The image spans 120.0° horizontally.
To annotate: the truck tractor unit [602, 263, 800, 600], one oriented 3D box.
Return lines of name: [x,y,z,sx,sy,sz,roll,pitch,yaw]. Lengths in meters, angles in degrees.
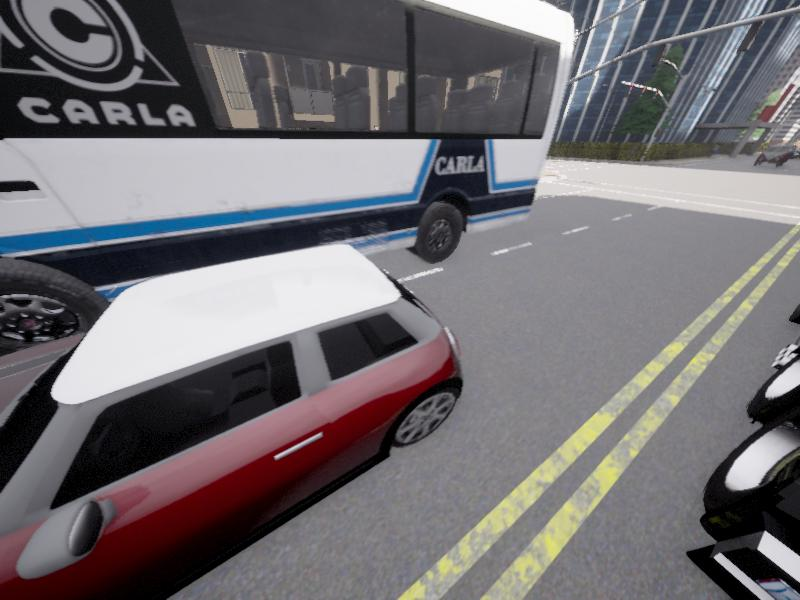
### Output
truck tractor unit: [5.105,-0.308,0.781,6.516,4.208,3.053,-19,39,-24]

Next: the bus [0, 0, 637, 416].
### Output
bus: [-1.696,-2.642,4.060,10.273,4.253,3.944,-18,39,-24]

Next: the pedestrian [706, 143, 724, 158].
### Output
pedestrian: [48.045,-22.838,35.252,0.751,1.860,0.751,-19,39,-25]

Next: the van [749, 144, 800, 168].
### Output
van: [40.400,-15.518,24.870,4.442,1.987,1.775,-18,39,-24]

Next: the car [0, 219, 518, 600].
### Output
car: [-1.401,0.630,1.791,3.806,1.475,1.970,-18,39,-24]
